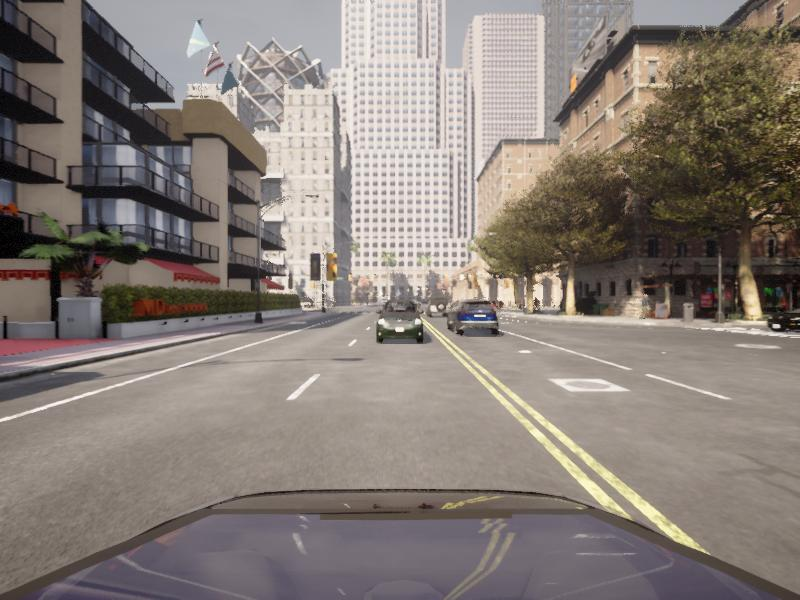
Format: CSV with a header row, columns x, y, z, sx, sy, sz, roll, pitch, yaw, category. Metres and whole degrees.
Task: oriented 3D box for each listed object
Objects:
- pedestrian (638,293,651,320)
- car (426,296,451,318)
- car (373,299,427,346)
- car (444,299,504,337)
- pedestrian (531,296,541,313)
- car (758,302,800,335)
x,y,z,sx,sy,sz,roll,pitch,yaw,category
17.411,0.473,28.513,0.751,1.860,0.751,0,0,31,pedestrian
3.495,0.630,36.745,1.905,1.878,3.866,0,0,0,car
-0.004,0.781,15.870,1.851,1.617,3.988,0,0,0,car
3.485,0.769,19.697,2.033,1.649,4.856,0,0,0,car
15.188,0.466,44.825,0.751,1.860,0.751,0,0,-21,pedestrian
20.378,0.843,18.968,4.792,1.488,2.163,0,0,4,car
